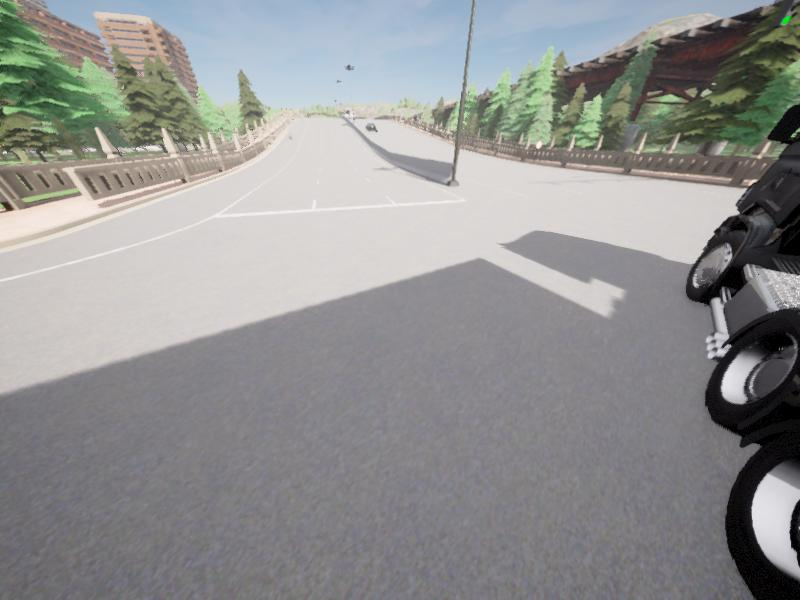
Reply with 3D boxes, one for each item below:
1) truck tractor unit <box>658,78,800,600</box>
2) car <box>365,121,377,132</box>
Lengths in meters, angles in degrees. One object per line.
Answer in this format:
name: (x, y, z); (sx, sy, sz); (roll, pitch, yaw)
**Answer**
truck tractor unit: (4.768, -0.546, 1.150); (3.053, 4.208, 6.516); (29, 44, 34)
car: (-7.289, -43.694, 58.127); (2.097, 1.767, 4.553); (-8, 43, -12)
